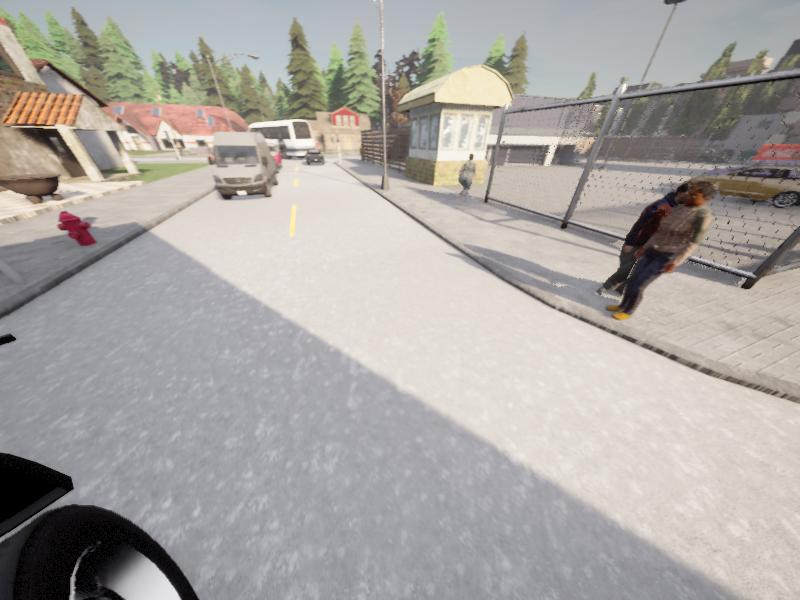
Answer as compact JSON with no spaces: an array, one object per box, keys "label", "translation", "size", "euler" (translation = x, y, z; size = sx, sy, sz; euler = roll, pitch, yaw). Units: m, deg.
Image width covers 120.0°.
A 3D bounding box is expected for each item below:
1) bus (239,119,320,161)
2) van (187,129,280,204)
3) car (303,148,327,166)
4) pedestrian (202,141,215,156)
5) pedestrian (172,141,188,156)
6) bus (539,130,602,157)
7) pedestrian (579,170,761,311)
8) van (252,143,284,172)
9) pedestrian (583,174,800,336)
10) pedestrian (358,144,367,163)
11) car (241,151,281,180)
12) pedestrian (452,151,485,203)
[{"label":"bus","translation":[-16.777,-22.193,32.186],"size":[10.273,4.253,3.944],"euler":[19,40,26]},{"label":"van","translation":[-7.711,-6.875,11.637],"size":[1.988,2.561,5.915],"euler":[-11,36,-16]},{"label":"car","translation":[-9.739,-16.369,26.296],"size":[2.128,1.511,4.902],"euler":[-11,36,-16]},{"label":"pedestrian","translation":[-28.698,-22.713,34.612],"size":[0.751,1.860,0.751],"euler":[-16,38,-23]},{"label":"pedestrian","translation":[-31.946,-22.017,33.538],"size":[0.751,1.860,0.751],"euler":[-8,36,-13]},{"label":"bus","translation":[33.794,-31.010,45.974],"size":[10.273,4.253,3.944],"euler":[-13,37,-19]},{"label":"pedestrian","translation":[3.686,-0.828,3.445],"size":[0.751,1.860,0.751],"euler":[3,35,3]},{"label":"van","translation":[-11.895,-13.097,21.077],"size":[1.775,1.987,4.442],"euler":[-12,37,-17]},{"label":"pedestrian","translation":[3.383,-0.532,3.009],"size":[0.751,1.860,0.751],"euler":[9,35,12]},{"label":"pedestrian","translation":[-4.379,-17.100,26.909],"size":[0.751,1.860,0.751],"euler":[-9,36,-14]},{"label":"car","translation":[-10.015,-9.975,16.964],"size":[1.789,1.549,3.705],"euler":[-11,36,-17]},{"label":"pedestrian","translation":[2.870,-5.216,9.804],"size":[0.751,1.860,0.751],"euler":[27,42,33]}]
